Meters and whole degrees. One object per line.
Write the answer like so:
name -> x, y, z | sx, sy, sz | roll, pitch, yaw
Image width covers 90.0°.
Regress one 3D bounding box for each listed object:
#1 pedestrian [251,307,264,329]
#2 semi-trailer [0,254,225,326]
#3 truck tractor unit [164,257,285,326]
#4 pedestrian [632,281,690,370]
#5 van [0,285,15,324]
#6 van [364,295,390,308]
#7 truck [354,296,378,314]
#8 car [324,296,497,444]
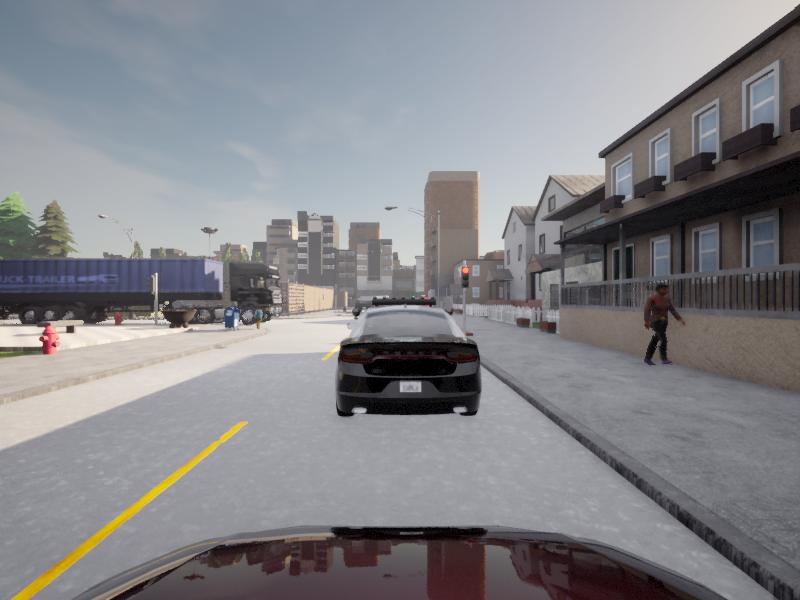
pedestrian -> -7.144, 0.904, 20.121 | 0.500, 1.100, 0.500 | 0, 0, -35
semi-trailer -> -19.119, -0.616, 25.990 | 14.254, 4.402, 2.717 | 0, 0, -1
truck tractor unit -> -11.209, -0.523, 26.061 | 6.516, 4.208, 3.053 | 0, 0, 0
pedestrian -> 5.669, 0.533, 8.723 | 0.751, 1.860, 0.751 | 0, 0, -5
van -> -29.088, 0.324, 26.164 | 5.915, 2.561, 1.988 | 0, -1, 0
van -> -4.989, 0.322, 86.525 | 5.915, 2.561, 1.988 | 0, -2, 40
truck -> -4.111, 0.542, 49.206 | 2.390, 2.098, 6.274 | 0, 0, 0
car -> 0.062, 0.771, 7.066 | 1.930, 1.638, 5.238 | 0, 0, -1
